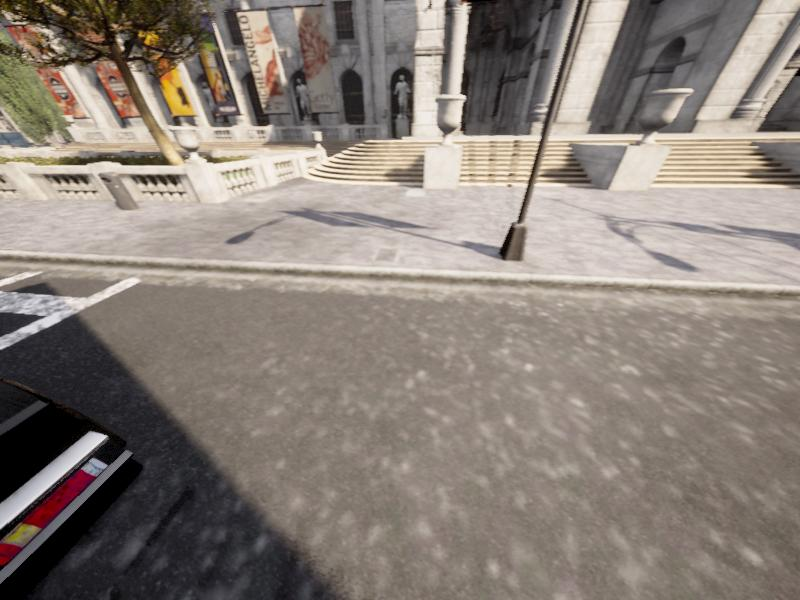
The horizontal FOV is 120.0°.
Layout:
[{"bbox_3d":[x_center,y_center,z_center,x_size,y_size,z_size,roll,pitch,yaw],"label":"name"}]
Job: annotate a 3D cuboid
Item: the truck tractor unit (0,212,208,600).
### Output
[{"bbox_3d":[-5.343,0.066,0.276,6.516,4.208,3.053,6,36,8],"label":"truck tractor unit"}]
